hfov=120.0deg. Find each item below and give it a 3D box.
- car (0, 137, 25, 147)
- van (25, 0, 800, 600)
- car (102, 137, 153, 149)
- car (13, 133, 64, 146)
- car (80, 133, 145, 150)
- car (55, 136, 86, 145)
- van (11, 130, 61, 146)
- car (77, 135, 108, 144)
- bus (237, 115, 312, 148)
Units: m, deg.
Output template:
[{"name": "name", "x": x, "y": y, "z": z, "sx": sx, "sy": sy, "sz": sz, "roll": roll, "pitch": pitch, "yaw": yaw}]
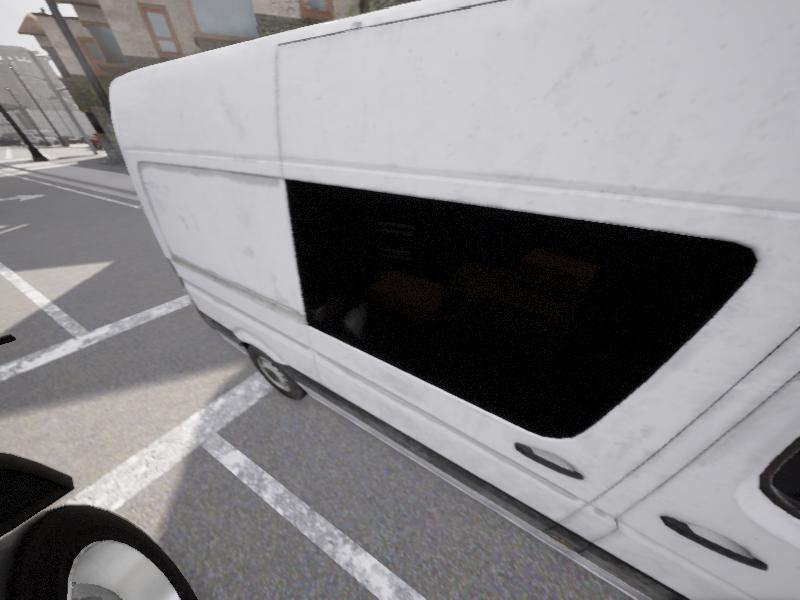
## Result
[{"name": "car", "x": -72.470, "y": -28.904, "z": 42.155, "sx": 1.816, "sy": 1.474, "sz": 4.193, "roll": -10, "pitch": 37, "yaw": -14}, {"name": "van", "x": 0.765, "y": -0.014, "z": 1.703, "sx": 5.915, "sy": 2.561, "sz": 1.988, "roll": 18, "pitch": 39, "yaw": 23}, {"name": "car", "x": -44.804, "y": -25.925, "z": 38.156, "sx": 5.008, "sy": 1.535, "sz": 1.882, "roll": -11, "pitch": 37, "yaw": -15}, {"name": "car", "x": -69.967, "y": -31.228, "z": 44.936, "sx": 2.150, "sy": 2.045, "sz": 5.566, "roll": -10, "pitch": 37, "yaw": -14}, {"name": "car", "x": -43.701, "y": -24.190, "z": 35.303, "sx": 5.566, "sy": 2.045, "sz": 2.150, "roll": -11, "pitch": 37, "yaw": -14}, {"name": "car", "x": -72.120, "y": -34.991, "z": 50.658, "sx": 1.816, "sy": 1.474, "sz": 4.193, "roll": -10, "pitch": 37, "yaw": -14}, {"name": "van", "x": -74.718, "y": -33.502, "z": 47.637, "sx": 1.988, "sy": 2.561, "sz": 5.915, "roll": -10, "pitch": 37, "yaw": -14}, {"name": "car", "x": -74.107, "y": -38.813, "z": 55.831, "sx": 1.930, "sy": 1.638, "sz": 5.238, "roll": -10, "pitch": 37, "yaw": -14}, {"name": "bus", "x": -21.309, "y": -29.449, "z": 40.311, "sx": 10.273, "sy": 4.253, "sz": 3.944, "roll": -12, "pitch": 37, "yaw": -14}]
